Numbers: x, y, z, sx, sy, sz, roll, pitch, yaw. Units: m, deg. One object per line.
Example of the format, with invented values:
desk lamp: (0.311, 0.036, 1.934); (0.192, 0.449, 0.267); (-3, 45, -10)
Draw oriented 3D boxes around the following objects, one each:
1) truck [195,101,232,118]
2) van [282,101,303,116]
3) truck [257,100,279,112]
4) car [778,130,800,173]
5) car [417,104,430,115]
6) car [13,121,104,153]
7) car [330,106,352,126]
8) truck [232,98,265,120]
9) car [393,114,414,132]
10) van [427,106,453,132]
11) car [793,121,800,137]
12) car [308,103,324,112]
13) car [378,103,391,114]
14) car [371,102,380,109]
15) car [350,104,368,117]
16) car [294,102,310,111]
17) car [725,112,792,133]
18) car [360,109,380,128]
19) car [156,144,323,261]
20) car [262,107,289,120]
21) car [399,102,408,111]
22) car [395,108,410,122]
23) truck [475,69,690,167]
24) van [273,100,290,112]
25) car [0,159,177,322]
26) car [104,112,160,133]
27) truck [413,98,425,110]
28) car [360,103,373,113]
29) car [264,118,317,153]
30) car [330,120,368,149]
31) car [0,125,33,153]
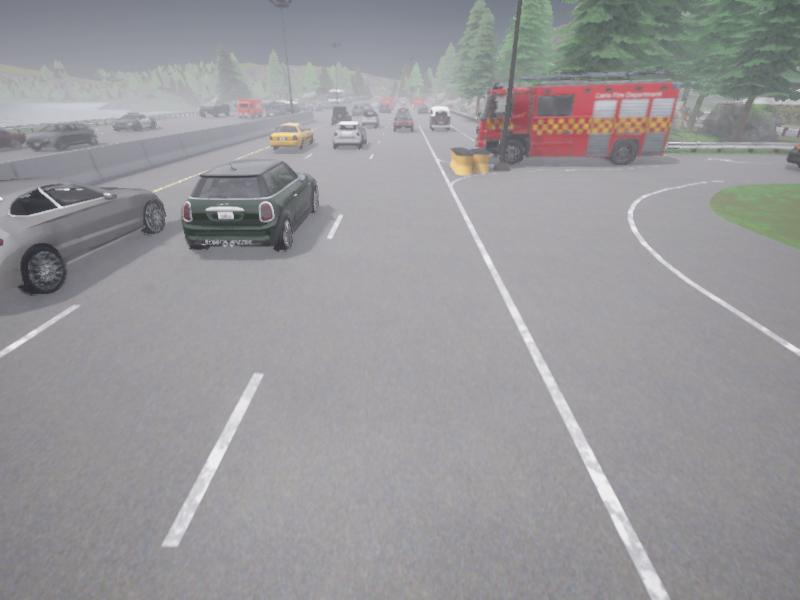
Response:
truck: (-27.464, -28.249, 59.324); (2.390, 2.098, 6.274); (0, 27, 0)
van: (-17.194, -30.661, 64.141); (2.069, 2.038, 4.480); (0, 27, 0)
truck: (-27.249, -40.287, 82.801); (2.390, 2.098, 6.274); (0, 27, 0)
car: (18.947, -5.916, 16.139); (4.974, 1.542, 2.038); (0, 27, 0)
car: (4.138, -33.661, 70.620); (2.038, 1.542, 4.974); (0, 27, 0)
car: (-20.780, -10.103, 24.650); (1.816, 1.474, 4.193); (0, 27, 0)
car: (-6.594, -20.774, 45.057); (1.905, 1.878, 3.866); (0, 27, 0)
truck: (-21.351, -27.111, 56.698); (2.627, 2.467, 5.204); (1, 28, -1)
car: (0.344, -17.041, 38.455); (1.895, 1.301, 4.718); (0, 27, 0)
van: (3.840, -17.660, 38.862); (2.069, 2.038, 4.480); (0, 27, 0)
car: (33.950, -13.244, 30.962); (2.163, 1.488, 4.792); (0, 27, 1)
car: (-16.771, -38.734, 80.535); (2.128, 1.511, 4.902); (0, 27, 0)
car: (-2.823, -35.859, 74.878); (2.242, 1.667, 4.611); (0, 27, 0)
car: (-6.103, -48.754, 100.112); (1.812, 1.442, 4.674); (0, 27, 0)
car: (-6.428, -29.944, 63.182); (2.242, 1.667, 4.611); (0, 27, 0)
car: (-20.250, -40.020, 82.869); (2.038, 1.542, 4.974); (0, 27, 0)
car: (34.045, -17.006, 38.236); (1.882, 1.535, 5.008); (0, 27, 1)
car: (-3.119, -19.244, 42.398); (1.851, 1.617, 3.988); (0, 27, 0)
car: (-3.418, -2.627, 9.785); (2.097, 1.767, 4.553); (0, 27, 0)
car: (-17.005, -25.668, 54.980); (2.128, 1.511, 4.902); (0, 27, 0)
car: (0.783, -41.754, 86.380); (1.801, 1.575, 5.366); (0, 27, 0)
car: (0.351, -24.104, 51.971); (1.845, 1.501, 3.633); (1, 27, 1)
truck: (8.074, -8.696, 19.284); (8.468, 3.827, 2.891); (2, 28, 8)
van: (-23.770, -39.026, 80.431); (2.069, 2.038, 4.480); (0, 27, 0)
car: (-6.937, -1.558, 7.874); (2.152, 1.651, 5.027); (0, 27, 0)
car: (-24.571, -16.430, 36.917); (2.038, 1.542, 4.974); (-2, 27, -4)
truck: (4.336, -45.100, 91.899); (2.627, 2.467, 5.204); (0, 27, 0)
car: (-6.309, -36.671, 76.327); (2.033, 1.649, 4.856); (0, 27, 0)
car: (-6.775, -10.520, 25.400); (1.801, 1.575, 5.366); (0, 27, 0)
car: (-3.266, -10.923, 26.311); (1.970, 1.475, 3.806); (0, 27, 0)
car: (-24.299, -9.192, 23.057); (1.895, 1.301, 4.718); (0, 27, 0)
